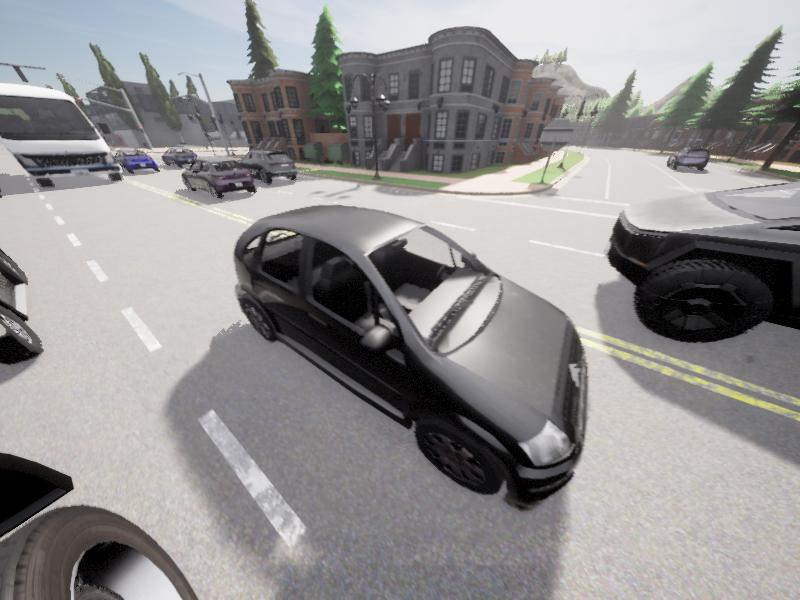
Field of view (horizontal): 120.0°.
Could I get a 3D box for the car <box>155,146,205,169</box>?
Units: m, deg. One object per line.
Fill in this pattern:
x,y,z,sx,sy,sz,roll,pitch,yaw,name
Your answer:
-19.845,-12.908,20.833,4.193,1.474,1.816,22,41,28,car

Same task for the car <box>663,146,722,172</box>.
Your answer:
25.610,-12.569,20.477,2.033,1.649,4.856,23,41,29,car

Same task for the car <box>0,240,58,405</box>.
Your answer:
-6.335,-0.125,2.565,4.605,1.855,1.932,20,40,29,car

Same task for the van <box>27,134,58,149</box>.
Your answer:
-75.520,-33.502,48.842,6.366,2.431,2.351,22,41,28,van

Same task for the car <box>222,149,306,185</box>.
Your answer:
-8.383,-8.311,14.246,4.856,1.649,2.033,21,40,29,car

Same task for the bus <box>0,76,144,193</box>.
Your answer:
-20.535,-9.489,13.563,10.273,4.253,3.944,22,41,28,bus

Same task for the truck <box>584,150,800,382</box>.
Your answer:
6.130,-0.132,2.334,6.274,2.098,2.390,22,41,28,truck

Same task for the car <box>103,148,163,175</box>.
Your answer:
-20.357,-10.655,17.629,4.193,1.474,1.816,22,41,28,car

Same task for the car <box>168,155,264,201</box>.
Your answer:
-8.777,-5.942,11.020,4.193,1.474,1.816,22,41,28,car

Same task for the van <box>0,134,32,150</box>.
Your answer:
-76.744,-31.536,46.042,6.366,2.431,2.351,22,41,28,van

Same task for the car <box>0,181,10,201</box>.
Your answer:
-18.727,-5.094,9.693,3.633,1.501,1.845,22,41,28,car

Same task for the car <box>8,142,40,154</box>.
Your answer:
-58.523,-23.700,35.937,5.357,1.411,2.033,22,41,28,car

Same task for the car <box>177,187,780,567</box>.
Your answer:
-0.181,-0.036,2.579,3.988,1.617,1.851,22,41,28,car
